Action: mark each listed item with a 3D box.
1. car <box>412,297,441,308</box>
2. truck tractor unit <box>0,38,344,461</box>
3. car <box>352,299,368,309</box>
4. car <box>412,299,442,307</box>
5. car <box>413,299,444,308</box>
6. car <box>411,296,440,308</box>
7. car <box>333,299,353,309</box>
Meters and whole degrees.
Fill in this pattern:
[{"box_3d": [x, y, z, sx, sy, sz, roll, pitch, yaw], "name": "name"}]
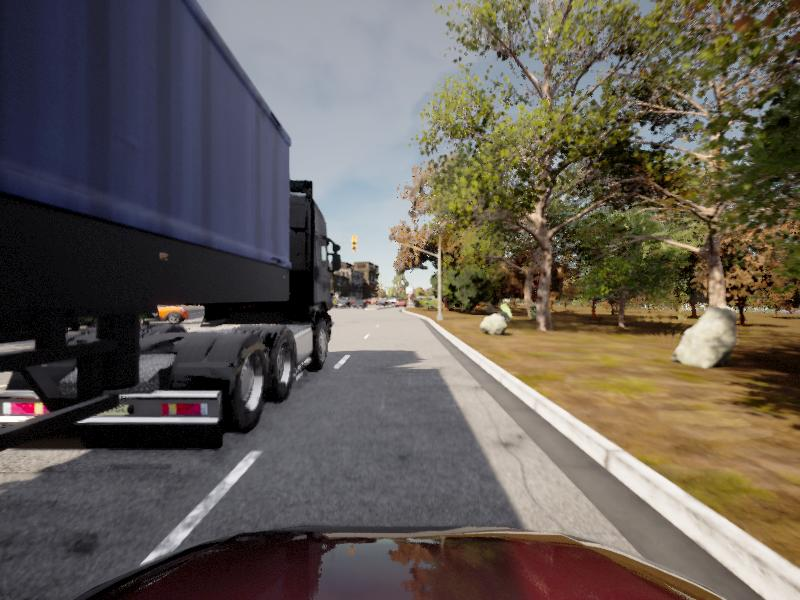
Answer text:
[{"box_3d": [4.655, 0.454, 69.962, 4.553, 1.767, 2.185, 1, 0, -14], "name": "car"}, {"box_3d": [-2.994, -0.517, 7.244, 3.053, 4.208, 6.516, 0, 0, 0], "name": "truck tractor unit"}, {"box_3d": [-6.413, 0.641, 64.815, 1.816, 1.474, 4.193, 0, 0, 5], "name": "car"}, {"box_3d": [5.172, 0.567, 75.807, 5.366, 1.575, 1.946, 1, 0, -13], "name": "car"}, {"box_3d": [5.191, 0.575, 72.956, 5.366, 1.575, 1.946, 1, 0, -13], "name": "car"}, {"box_3d": [4.272, 0.356, 66.992, 4.442, 1.987, 1.878, 1, 0, -14], "name": "car"}, {"box_3d": [-9.312, 0.630, 66.098, 2.128, 1.511, 4.902, 0, 0, 5], "name": "car"}]
